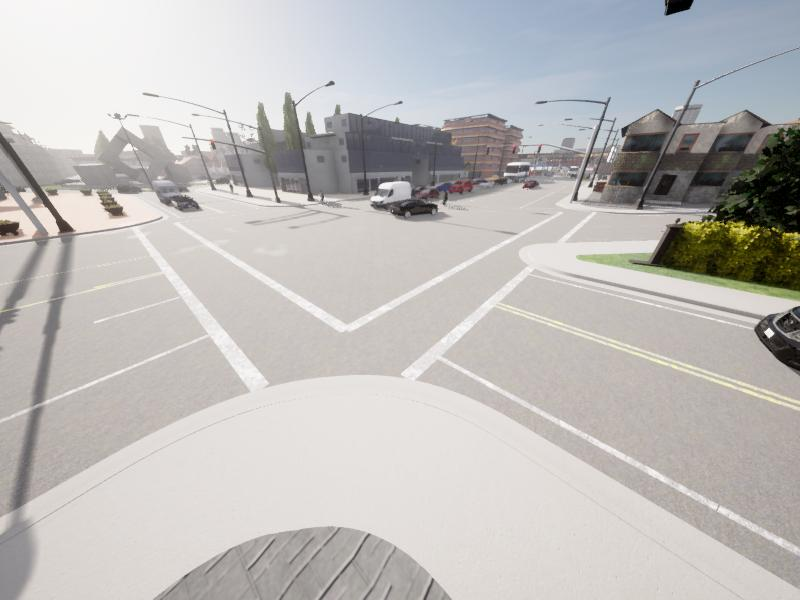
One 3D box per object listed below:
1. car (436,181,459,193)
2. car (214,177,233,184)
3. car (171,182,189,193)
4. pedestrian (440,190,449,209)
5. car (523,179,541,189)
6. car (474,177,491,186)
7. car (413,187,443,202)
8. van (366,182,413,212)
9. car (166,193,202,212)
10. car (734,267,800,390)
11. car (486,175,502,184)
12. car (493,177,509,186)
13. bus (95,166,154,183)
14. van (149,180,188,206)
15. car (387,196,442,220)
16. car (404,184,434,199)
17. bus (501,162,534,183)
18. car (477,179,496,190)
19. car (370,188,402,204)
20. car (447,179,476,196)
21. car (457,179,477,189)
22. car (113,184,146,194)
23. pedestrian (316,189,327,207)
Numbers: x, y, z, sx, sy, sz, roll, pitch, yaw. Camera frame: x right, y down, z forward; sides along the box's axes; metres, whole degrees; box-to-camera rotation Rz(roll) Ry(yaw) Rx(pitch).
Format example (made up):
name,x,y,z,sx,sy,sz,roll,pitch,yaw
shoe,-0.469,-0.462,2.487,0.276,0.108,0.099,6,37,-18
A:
name,x,y,z,sx,sy,sz,roll,pitch,yaw
car,8.700,-20.602,42.139,1.882,1.535,5.008,23,38,34
car,-49.197,-33.318,64.524,1.837,1.490,4.892,-2,30,-5
car,-42.650,-21.908,44.862,2.033,1.411,5.357,-22,36,-33
pedestrian,5.053,-11.366,26.056,0.751,1.860,0.751,9,31,15
car,26.364,-23.229,46.144,1.994,1.385,4.181,23,39,34
car,18.643,-26.810,52.315,1.994,1.385,4.181,23,39,34
car,3.957,-14.876,32.534,1.812,1.442,4.674,23,37,34
van,-1.026,-12.051,26.632,1.988,2.561,5.915,20,35,30
car,-24.281,-11.043,25.962,4.193,1.474,1.816,23,37,34
car,11.035,1.388,3.860,5.566,2.045,2.150,23,37,34
car,23.267,-29.807,56.981,1.882,1.535,5.008,23,38,34
car,22.601,-26.542,51.635,1.816,1.474,4.193,23,38,34
bus,-84.617,-38.808,71.268,3.944,4.253,10.273,19,35,29
van,-29.986,-13.922,29.886,5.915,2.561,1.988,23,37,34
car,1.445,-8.970,22.302,5.008,1.535,1.882,-17,34,-26
car,2.985,-17.136,36.233,1.930,1.638,5.238,22,37,34
bus,29.439,-31.921,57.776,3.944,4.253,10.273,23,38,34
car,17.483,-23.266,46.442,1.812,1.442,4.674,23,38,34
car,-1.813,-14.158,31.308,1.816,1.474,4.193,23,37,34
car,10.422,-19.096,39.075,2.150,2.045,5.566,23,38,34
car,13.765,-23.759,47.327,1.837,1.490,4.892,23,38,34
car,-48.005,-19.779,41.041,3.633,1.501,1.845,6,30,11
pedestrian,-9.246,-12.103,27.365,0.751,1.860,0.751,4,30,6
